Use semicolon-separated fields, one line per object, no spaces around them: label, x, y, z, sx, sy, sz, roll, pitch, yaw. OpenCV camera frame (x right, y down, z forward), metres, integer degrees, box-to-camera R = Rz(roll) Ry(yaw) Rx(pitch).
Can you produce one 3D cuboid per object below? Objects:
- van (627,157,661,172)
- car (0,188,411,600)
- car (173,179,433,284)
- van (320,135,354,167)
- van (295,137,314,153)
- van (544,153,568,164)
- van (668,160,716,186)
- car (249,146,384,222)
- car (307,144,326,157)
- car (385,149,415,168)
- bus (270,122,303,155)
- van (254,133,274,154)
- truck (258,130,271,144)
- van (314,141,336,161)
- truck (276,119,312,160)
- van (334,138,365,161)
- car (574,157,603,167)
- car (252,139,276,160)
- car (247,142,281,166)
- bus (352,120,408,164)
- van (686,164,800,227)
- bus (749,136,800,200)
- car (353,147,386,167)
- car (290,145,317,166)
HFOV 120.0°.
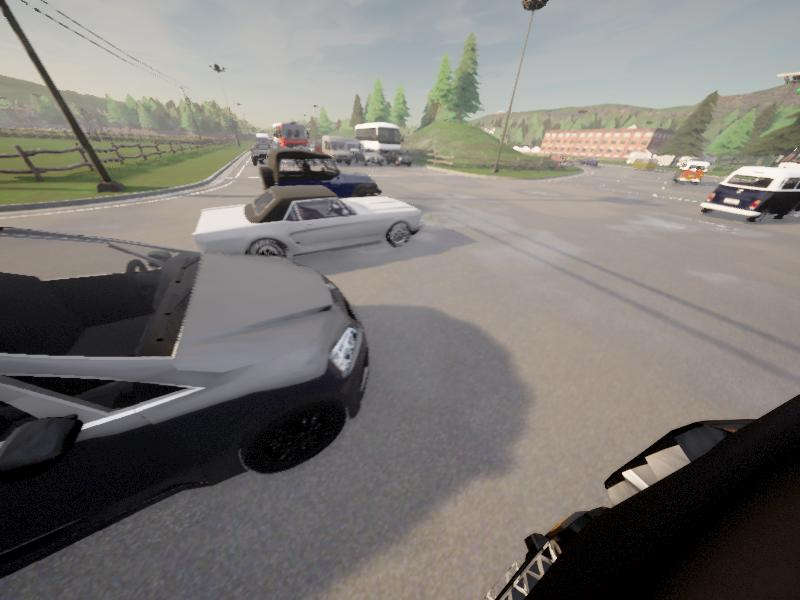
van;45.518;-25.411;43.270;1.775;1.987;4.442;8;35;7
car;-2.532;0.455;1.518;4.611;1.667;2.242;-16;39;-26
car;-1.769;-1.908;5.404;4.718;1.301;1.895;-17;39;-27
van;-6.911;-16.212;25.022;1.988;2.561;5.915;-13;37;-22
van;-19.258;-31.221;46.318;2.351;2.431;6.366;-13;37;-22
van;35.871;-32.716;53.293;1.775;1.987;4.442;-2;34;-7
van;31.375;-13.833;24.992;2.069;2.038;4.480;28;42;31
car;-2.720;-4.165;8.131;3.866;1.878;1.905;-17;39;-27
car;-13.024;-23.194;35.830;1.812;1.442;4.674;-13;37;-22
car;-0.096;-16.642;27.029;1.851;1.617;3.988;-13;37;-22
bus;-20.716;-29.399;41.857;3.944;4.253;10.273;-13;39;-22
van;-21.411;-24.738;36.471;1.988;2.561;5.915;-13;37;-22
truck;-48.720;-58.616;83.203;2.891;3.827;8.468;-13;37;-22
van;-9.892;-19.607;30.294;1.775;1.987;4.442;-13;37;-22
truck;-13.898;-20.719;29.980;2.891;3.827;8.468;-13;37;-22
van;-7.105;-20.977;32.146;2.351;2.431;6.366;-13;37;-22
car;39.446;-28.974;48.503;2.163;1.488;4.792;4;34;1
car;-16.168;-18.057;27.604;1.932;1.855;4.605;-13;37;-22
car;-12.993;-14.097;22.189;2.242;1.667;4.611;-13;37;-22
bus;-3.155;-21.701;31.899;3.944;4.253;10.273;-13;37;-22
van;16.336;-4.785;10.429;4.480;2.038;2.069;-9;37;-17
bus;34.599;-10.703;18.646;3.944;4.253;10.273;29;42;32
car;-3.600;-16.351;26.308;2.152;1.651;5.027;-13;37;-22
car;-10.079;-15.041;23.972;1.837;1.490;4.892;-13;37;-22
